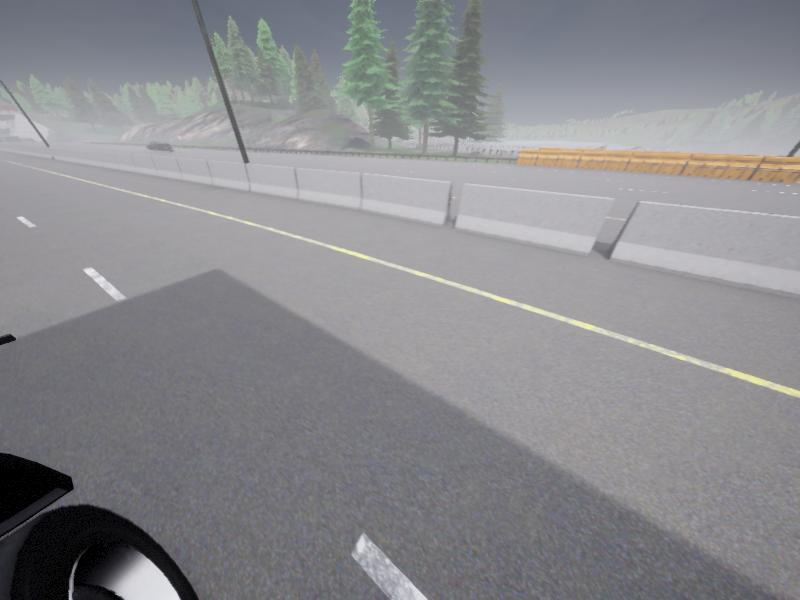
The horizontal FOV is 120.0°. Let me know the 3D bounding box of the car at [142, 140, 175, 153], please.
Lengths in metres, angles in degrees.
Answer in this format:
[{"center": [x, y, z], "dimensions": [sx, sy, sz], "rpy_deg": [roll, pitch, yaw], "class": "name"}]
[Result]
[{"center": [-39.398, -25.069, 37.698], "dimensions": [5.008, 1.535, 1.882], "rpy_deg": [18, 39, 24], "class": "car"}]
